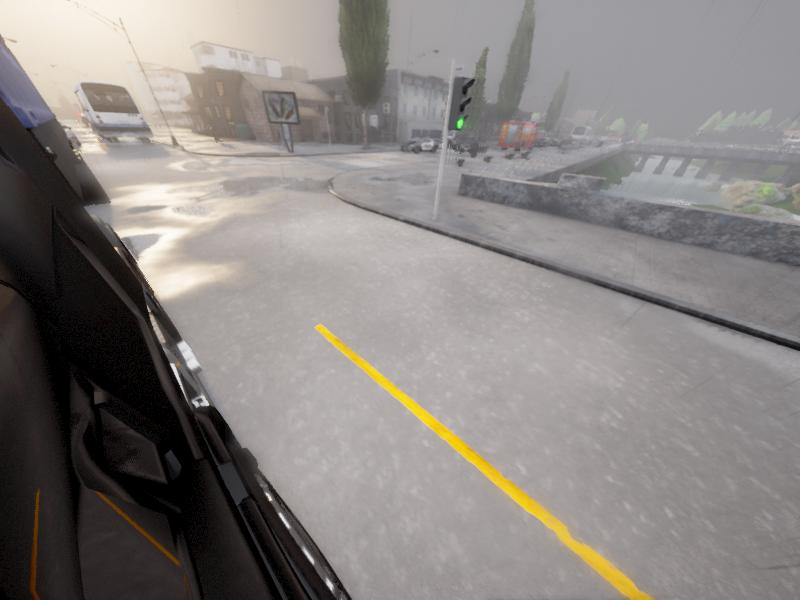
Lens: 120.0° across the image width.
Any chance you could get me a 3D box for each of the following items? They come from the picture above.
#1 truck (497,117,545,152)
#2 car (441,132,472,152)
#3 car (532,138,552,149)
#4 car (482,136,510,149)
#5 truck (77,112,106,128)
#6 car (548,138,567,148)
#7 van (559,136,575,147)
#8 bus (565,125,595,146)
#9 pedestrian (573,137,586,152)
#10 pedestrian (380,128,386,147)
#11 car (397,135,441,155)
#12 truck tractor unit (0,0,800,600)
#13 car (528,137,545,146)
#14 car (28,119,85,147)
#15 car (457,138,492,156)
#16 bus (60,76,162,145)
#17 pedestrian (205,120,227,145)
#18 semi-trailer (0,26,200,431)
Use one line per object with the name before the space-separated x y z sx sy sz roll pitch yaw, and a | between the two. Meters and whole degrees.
truck | 18.090 -24.559 34.403 2.891 3.827 8.468 30 44 31
car | 7.344 -20.372 29.754 1.905 1.878 3.866 29 44 31
car | 26.348 -29.032 42.868 1.816 1.474 4.193 30 44 31
car | 15.667 -25.688 37.604 2.152 1.651 5.027 29 44 31
truck | -59.503 -34.753 44.576 6.274 2.098 2.390 29 44 31
car | 34.305 -34.237 50.267 2.038 1.542 4.974 29 44 31
van | 40.340 -38.296 55.700 1.775 1.987 4.442 29 44 31
bus | 50.336 -45.798 64.457 3.944 4.253 10.273 29 44 31
pedestrian | 27.562 -23.861 35.500 0.751 1.860 0.751 -18 41 -25
pedestrian | -2.129 -20.450 29.093 0.751 1.860 0.751 3 37 0
car | 2.087 -16.790 24.933 2.038 1.542 4.974 29 44 31
truck tractor unit | -2.645 -0.295 0.352 6.516 4.208 3.053 28 44 30
car | 30.215 -35.153 51.244 1.851 1.617 3.988 29 44 31
car | -27.364 -13.382 18.460 3.988 1.617 1.851 29 44 30
car | 8.439 -17.255 26.002 1.816 1.474 4.193 29 44 30
bus | -27.843 -17.876 22.229 10.273 4.253 3.944 29 44 31
pedestrian | -17.691 -16.090 22.248 0.751 1.860 0.751 0 37 -4
semi-trailer | -8.619 -3.659 4.303 14.254 4.402 2.717 29 44 31
